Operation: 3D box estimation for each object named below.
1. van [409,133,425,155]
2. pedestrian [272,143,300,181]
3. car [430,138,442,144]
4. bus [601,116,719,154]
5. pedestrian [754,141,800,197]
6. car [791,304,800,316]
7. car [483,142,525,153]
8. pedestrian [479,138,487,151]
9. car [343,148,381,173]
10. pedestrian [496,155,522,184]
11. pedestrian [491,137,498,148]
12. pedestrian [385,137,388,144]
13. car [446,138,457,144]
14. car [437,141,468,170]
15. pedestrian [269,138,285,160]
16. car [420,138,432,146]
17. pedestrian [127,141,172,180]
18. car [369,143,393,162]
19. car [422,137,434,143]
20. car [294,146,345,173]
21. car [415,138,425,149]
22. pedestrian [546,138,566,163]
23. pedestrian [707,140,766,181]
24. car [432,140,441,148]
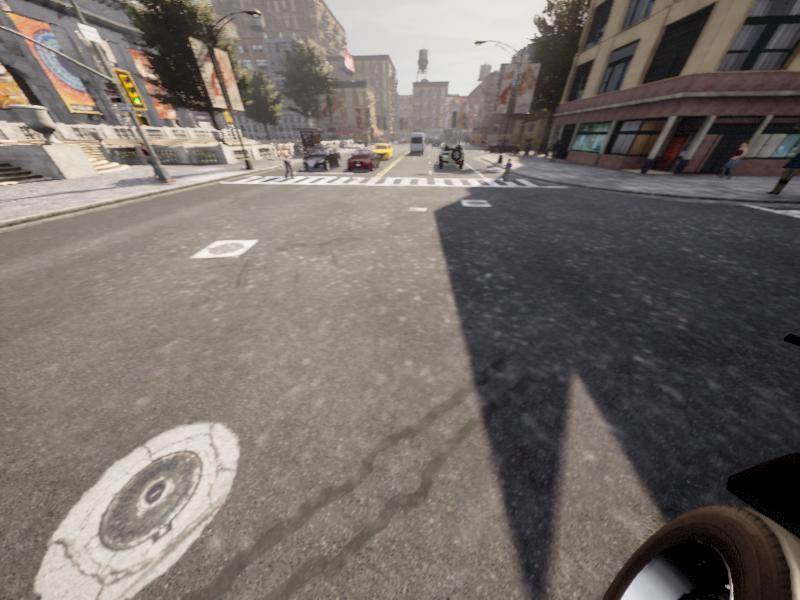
[{"bbox_3d":[2.628,-23.566,34.787,1.988,2.561,5.915,3,36,5],"label":"van"},{"bbox_3d":[-6.806,-8.296,13.903,0.751,1.860,0.751,16,38,21],"label":"pedestrian"},{"bbox_3d":[12.570,-54.917,79.746,2.007,1.525,4.514,25,42,31],"label":"car"},{"bbox_3d":[37.092,-23.912,33.685,10.273,4.253,3.944,3,36,4],"label":"bus"},{"bbox_3d":[15.925,-5.274,9.321,0.751,1.860,0.751,-9,36,-12],"label":"pedestrian"},{"bbox_3d":[8.525,0.149,2.356,4.792,1.488,2.163,-1,35,-2],"label":"car"},{"bbox_3d":[16.127,-23.814,36.079,5.357,1.411,2.033,1,35,2],"label":"car"},{"bbox_3d":[14.294,-26.827,39.876,0.751,1.860,0.751,22,41,28],"label":"pedestrian"},{"bbox_3d":[-2.878,-11.173,18.398,1.994,1.385,4.181,3,36,5],"label":"car"},{"bbox_3d":[6.075,-7.285,12.923,0.751,1.300,0.751,-30,45,-35],"label":"pedestrian"},{"bbox_3d":[18.980,-31.821,46.615,0.751,1.860,0.751,3,36,5],"label":"pedestrian"},{"bbox_3d":[-4.287,-49.383,71.368,0.751,1.860,0.751,7,36,10],"label":"pedestrian"},{"bbox_3d":[16.696,-51.362,74.660,1.851,1.617,3.988,23,41,29],"label":"car"},{"bbox_3d":[4.329,-12.491,19.786,1.932,1.855,4.605,3,35,5],"label":"car"},{"bbox_3d":[-12.907,-15.878,24.314,0.751,1.860,0.751,5,36,7],"label":"pedestrian"},{"bbox_3d":[7.438,-44.866,65.493,2.152,1.651,5.027,9,37,13],"label":"car"},{"bbox_3d":[-14.235,-7.960,13.192,0.751,1.860,0.751,0,35,0],"label":"pedestrian"},{"bbox_3d":[-2.012,-16.776,26.125,1.882,1.535,5.008,3,36,4],"label":"car"},{"bbox_3d":[9.926,-56.417,81.497,1.932,1.855,4.605,25,42,31],"label":"car"},{"bbox_3d":[-6.328,-11.609,18.899,2.128,1.511,4.902,3,36,4],"label":"car"},{"bbox_3d":[4.175,-32.620,48.062,1.905,1.878,3.866,3,36,5],"label":"car"},{"bbox_3d":[14.029,-13.485,20.865,0.751,1.860,0.751,4,36,6],"label":"pedestrian"},{"bbox_3d":[18.326,-7.650,12.651,0.751,1.860,0.751,7,36,10],"label":"pedestrian"},{"bbox_3d":[8.177,-35.381,52.289,1.816,1.474,4.193,3,36,5],"label":"car"}]
